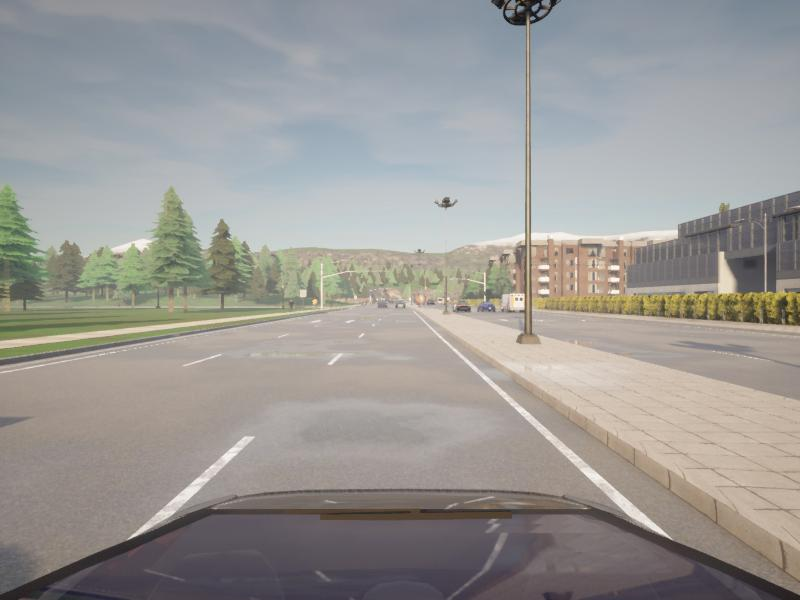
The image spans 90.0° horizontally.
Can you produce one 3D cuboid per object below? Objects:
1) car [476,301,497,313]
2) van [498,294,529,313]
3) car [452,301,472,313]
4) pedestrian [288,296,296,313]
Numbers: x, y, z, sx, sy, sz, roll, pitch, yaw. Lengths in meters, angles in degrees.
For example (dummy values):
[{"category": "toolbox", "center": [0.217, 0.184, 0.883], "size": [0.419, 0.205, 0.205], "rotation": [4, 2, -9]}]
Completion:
[{"category": "car", "center": [11.755, 0.918, 54.568], "size": [1.812, 1.442, 4.674], "rotation": [0, 0, 0]}, {"category": "van", "center": [15.255, 0.426, 54.148], "size": [2.351, 2.431, 6.366], "rotation": [0, 0, 0]}, {"category": "car", "center": [8.250, 0.874, 53.841], "size": [2.038, 1.542, 4.974], "rotation": [0, 0, 1]}, {"category": "pedestrian", "center": [-12.272, 0.525, 45.390], "size": [0.751, 1.860, 0.751], "rotation": [0, 0, 2]}]
